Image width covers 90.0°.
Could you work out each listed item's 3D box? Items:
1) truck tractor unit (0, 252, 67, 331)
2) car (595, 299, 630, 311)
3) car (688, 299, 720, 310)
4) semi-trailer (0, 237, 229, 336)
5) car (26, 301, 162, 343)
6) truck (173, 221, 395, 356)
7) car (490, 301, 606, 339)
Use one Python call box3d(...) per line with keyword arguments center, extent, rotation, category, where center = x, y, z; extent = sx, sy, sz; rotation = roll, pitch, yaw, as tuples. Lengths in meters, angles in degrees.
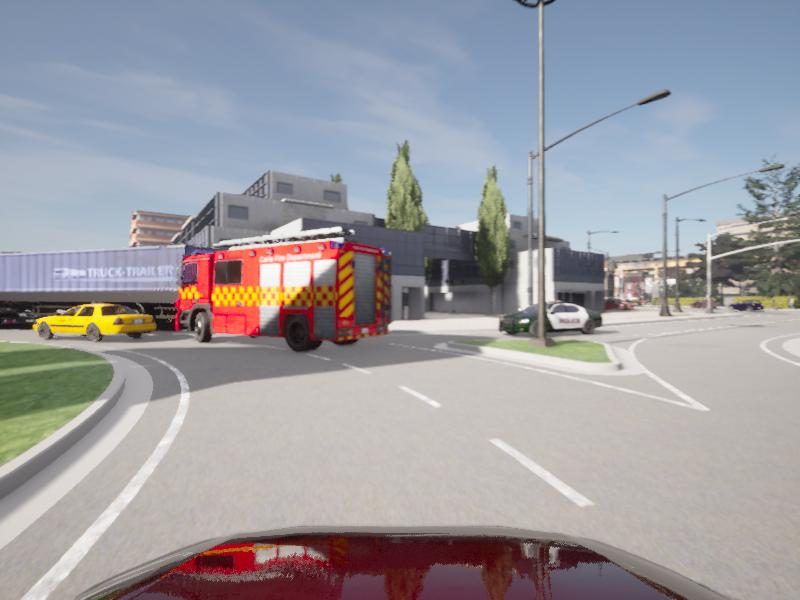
box3d(center=(-23.078, -0.487, 24.419), extent=(6.516, 4.208, 3.053), rotation=(0, 0, 40), category="truck tractor unit")
box3d(center=(29.874, 0.674, 56.329), extent=(1.851, 1.617, 3.988), rotation=(0, 0, -35), category="car")
box3d(center=(49.330, 0.661, 65.032), extent=(2.033, 1.649, 4.856), rotation=(0, 0, 10), category="car")
box3d(center=(-15.911, -0.596, 21.304), extent=(14.254, 4.402, 2.717), rotation=(0, 0, 18), category="semi-trailer")
box3d(center=(-12.609, 0.818, 16.466), extent=(5.366, 1.575, 1.801), rotation=(0, 0, 20), category="car")
box3d(center=(-4.563, -0.317, 14.768), extent=(8.468, 3.827, 2.891), rotation=(0, 0, 31), category="truck")
box3d(center=(6.784, 0.809, 18.271), extent=(4.974, 1.542, 2.038), rotation=(0, 0, -24), category="car")
